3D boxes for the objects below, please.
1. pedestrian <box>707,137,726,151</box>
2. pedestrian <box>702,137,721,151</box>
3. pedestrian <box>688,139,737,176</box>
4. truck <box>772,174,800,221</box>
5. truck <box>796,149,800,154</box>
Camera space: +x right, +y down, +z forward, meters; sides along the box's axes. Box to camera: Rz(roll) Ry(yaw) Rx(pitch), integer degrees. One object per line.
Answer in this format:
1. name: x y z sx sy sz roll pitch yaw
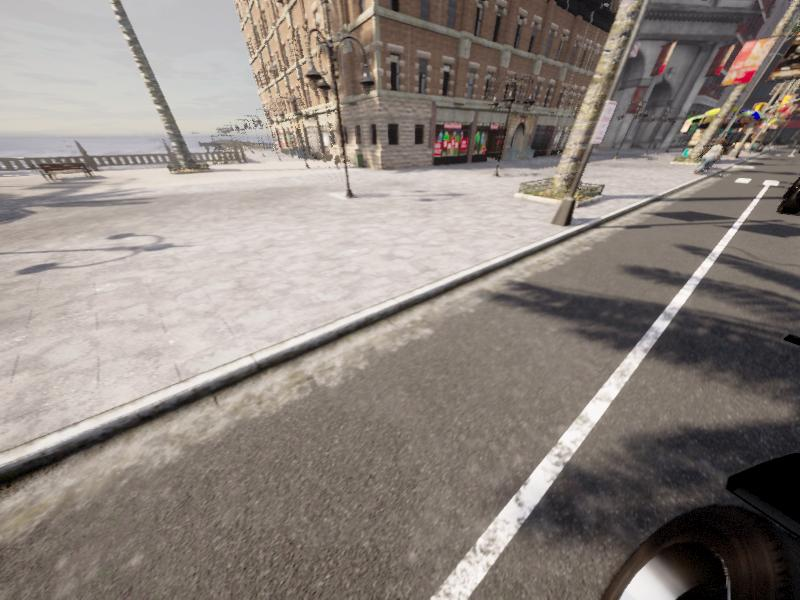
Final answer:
1. pedestrian: 49.661 -24.491 36.242 0.751 1.860 0.751 5 36 7
2. pedestrian: 49.759 -24.949 36.889 0.751 1.860 0.751 6 36 9
3. pedestrian: 19.189 -8.777 14.249 0.751 1.860 0.751 10 36 14
4. truck: 15.697 -4.107 7.769 6.274 2.098 2.390 -22 41 -28
5. truck: 60.497 -23.018 32.681 8.468 3.827 2.891 -22 41 -28
